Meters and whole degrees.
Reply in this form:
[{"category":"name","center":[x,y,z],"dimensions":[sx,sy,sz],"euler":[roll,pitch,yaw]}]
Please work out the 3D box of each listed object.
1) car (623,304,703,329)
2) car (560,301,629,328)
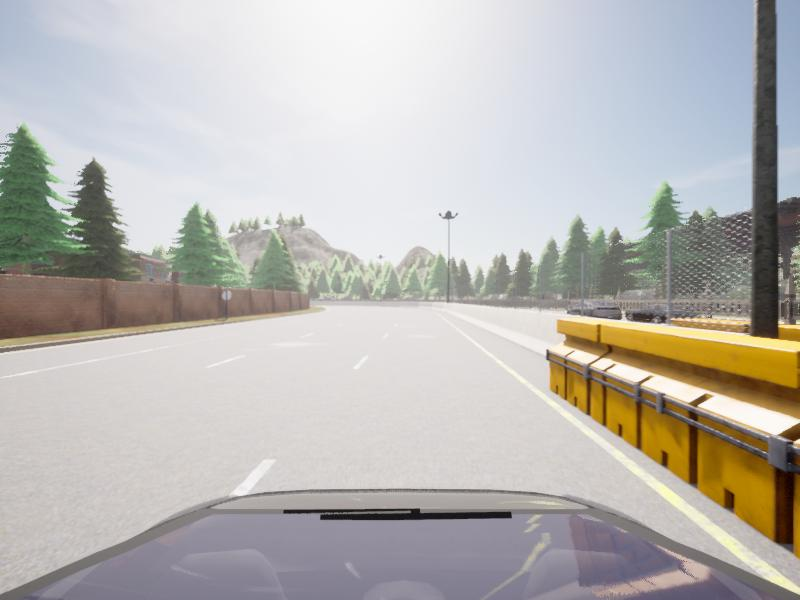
[{"category":"car","center":[15.474,0.914,23.891],"dimensions":[1.895,1.301,4.718],"euler":[0,0,3]},{"category":"car","center":[12.031,0.804,25.165],"dimensions":[2.128,1.511,4.902],"euler":[0,0,3]}]
